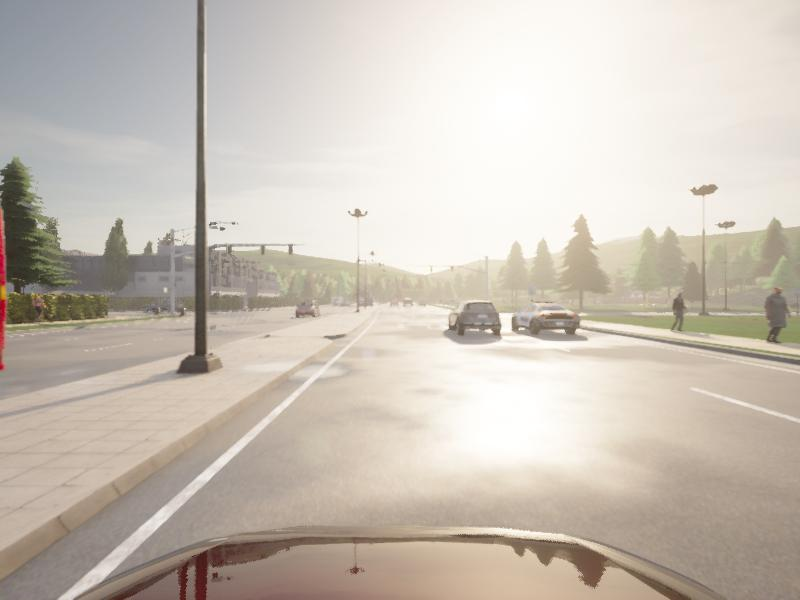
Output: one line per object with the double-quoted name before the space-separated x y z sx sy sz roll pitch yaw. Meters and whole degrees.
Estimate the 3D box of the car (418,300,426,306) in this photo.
"car" 5.615 0.782 103.004 1.851 1.617 3.988 0 0 0

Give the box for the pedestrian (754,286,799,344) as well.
"pedestrian" 12.241 0.473 13.037 0.751 1.860 0.751 0 0 1

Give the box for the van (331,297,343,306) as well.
"van" -16.396 0.372 104.473 2.351 2.431 6.366 0 0 0

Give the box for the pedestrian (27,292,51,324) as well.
"pedestrian" -21.687 0.484 24.023 0.751 1.860 0.751 0 0 -1

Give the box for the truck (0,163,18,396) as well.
"truck" -8.008 -0.323 2.634 2.891 3.827 8.468 0 0 0

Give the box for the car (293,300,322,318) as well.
"car" -8.464 0.786 36.835 1.851 1.617 3.988 0 0 -2

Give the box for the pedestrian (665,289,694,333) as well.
"pedestrian" 12.249 0.472 17.570 0.751 1.860 0.751 0 0 -2

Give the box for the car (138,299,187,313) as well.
"car" -28.757 0.755 48.585 4.611 1.667 2.242 0 0 1

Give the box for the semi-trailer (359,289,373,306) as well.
"semi-trailer" -9.243 -0.623 111.044 2.717 4.402 14.254 0 0 0

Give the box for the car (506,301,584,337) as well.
"car" 6.958 0.825 19.856 2.038 1.542 4.974 0 0 0

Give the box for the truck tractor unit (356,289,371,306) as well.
"truck tractor unit" -9.313 -0.528 103.133 3.053 4.208 6.516 0 0 1

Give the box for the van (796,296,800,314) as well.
"van" 46.917 0.569 44.035 4.480 2.038 2.069 0 0 0

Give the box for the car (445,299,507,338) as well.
"car" 3.490 0.777 19.304 2.033 1.649 4.856 0 0 -1
